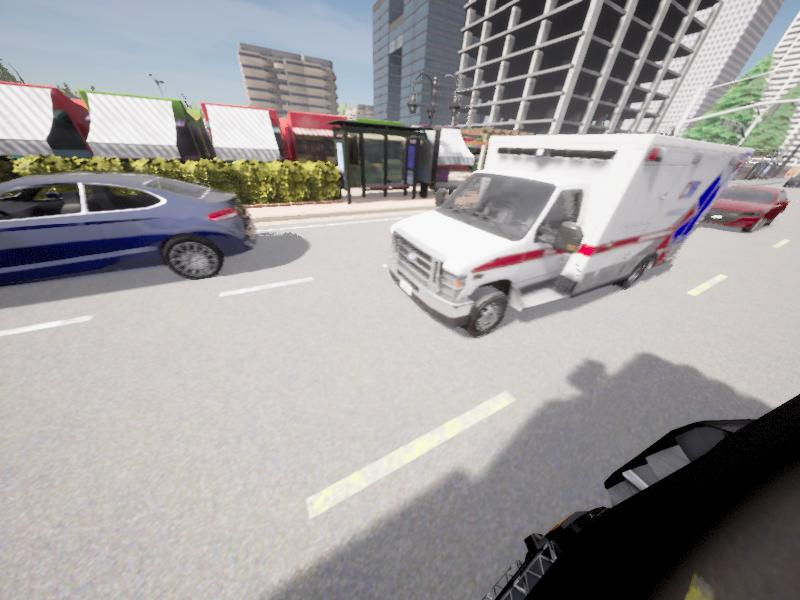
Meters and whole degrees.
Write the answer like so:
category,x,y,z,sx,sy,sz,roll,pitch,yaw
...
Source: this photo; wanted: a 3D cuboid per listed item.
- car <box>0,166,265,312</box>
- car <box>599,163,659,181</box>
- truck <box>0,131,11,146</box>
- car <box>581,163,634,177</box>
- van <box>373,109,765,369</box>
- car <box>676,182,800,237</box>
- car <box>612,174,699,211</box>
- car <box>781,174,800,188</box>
category,x,y,z,sx,sy,sz,roll,pitch,yaw
car,-5.398,-1.244,3.962,5.027,1.651,2.152,-14,37,-24
car,29.173,-16.480,29.657,2.033,1.649,4.856,-14,37,-24
truck,-52.595,-20.234,26.915,2.891,3.827,8.468,-14,37,-23
car,30.374,-19.220,34.110,2.033,1.411,5.357,-14,37,-24
van,2.945,-1.485,4.261,6.366,2.431,2.351,-14,37,-24
car,14.513,-4.006,9.805,5.008,1.535,1.882,-14,37,-24
car,14.376,-6.143,13.033,3.633,1.501,1.845,-14,37,-24
car,55.133,-16.319,31.670,5.008,1.535,1.882,-14,37,-24
